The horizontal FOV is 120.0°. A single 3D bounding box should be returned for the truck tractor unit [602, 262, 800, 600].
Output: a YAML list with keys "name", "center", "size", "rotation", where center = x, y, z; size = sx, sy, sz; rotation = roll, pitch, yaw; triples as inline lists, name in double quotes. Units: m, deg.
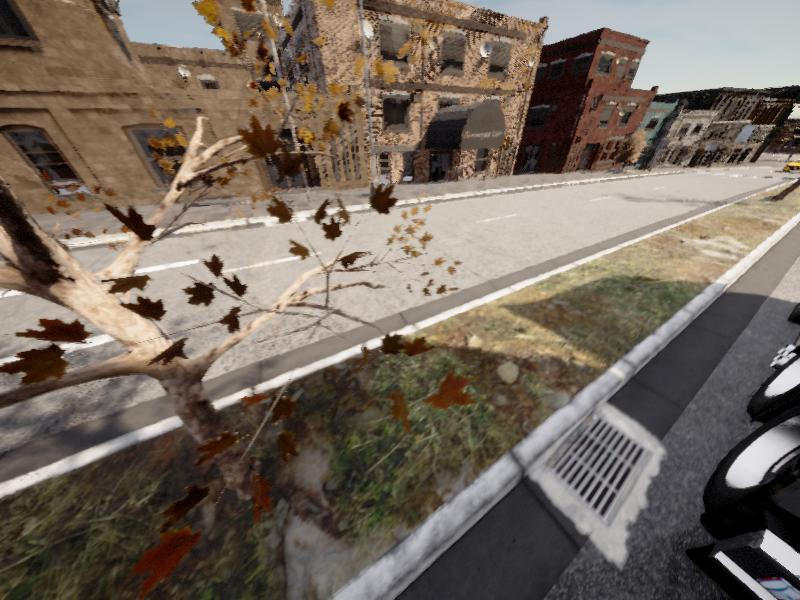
- name: "truck tractor unit"
  center: [5.115, -0.295, 0.788]
  size: [6.516, 4.208, 3.053]
  rotation: [-18, 39, -24]
